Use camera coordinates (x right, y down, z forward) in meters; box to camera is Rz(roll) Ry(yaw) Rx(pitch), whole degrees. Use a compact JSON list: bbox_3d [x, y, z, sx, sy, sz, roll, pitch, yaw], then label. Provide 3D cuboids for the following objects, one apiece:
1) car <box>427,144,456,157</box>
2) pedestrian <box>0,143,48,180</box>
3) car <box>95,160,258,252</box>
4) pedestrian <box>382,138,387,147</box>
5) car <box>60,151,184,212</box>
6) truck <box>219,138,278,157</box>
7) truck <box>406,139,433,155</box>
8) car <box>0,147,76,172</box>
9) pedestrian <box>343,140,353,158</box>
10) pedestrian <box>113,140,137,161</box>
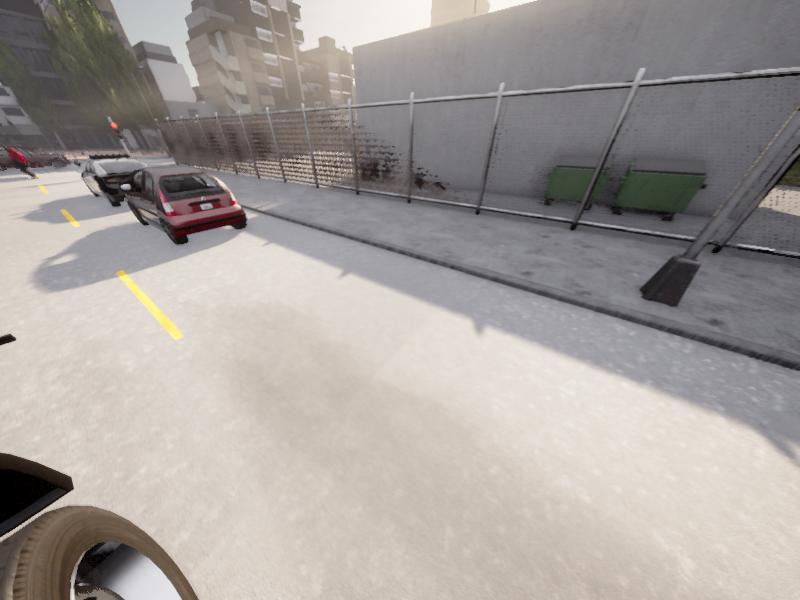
[{"bbox_3d":[6.216,-22.280,34.240,2.033,1.415,5.357,22,41,28],"label":"car"},{"bbox_3d":[-22.655,-8.246,13.781,0.751,1.860,0.751,6,36,8],"label":"pedestrian"},{"bbox_3d":[-6.315,-2.903,6.589,3.988,1.617,1.851,22,41,28],"label":"car"},{"bbox_3d":[-3.933,-40.251,59.171,0.751,1.860,0.751,17,38,22],"label":"pedestrian"},{"bbox_3d":[-11.757,-5.183,9.753,5.238,1.638,1.930,22,40,27],"label":"car"},{"bbox_3d":[-21.364,-21.879,32.974,2.390,2.098,6.274,22,41,28],"label":"truck"},{"bbox_3d":[3.066,-23.931,36.018,2.069,2.038,4.478,22,41,28],"label":"truck"},{"bbox_3d":[-29.438,-10.932,17.942,1.812,1.442,4.674,22,41,28],"label":"car"},{"bbox_3d":[-6.496,-18.853,28.787,0.751,1.860,0.751,13,37,18],"label":"pedestrian"},{"bbox_3d":[-29.253,-15.891,24.578,0.751,1.860,0.751,18,39,23],"label":"pedestrian"}]
